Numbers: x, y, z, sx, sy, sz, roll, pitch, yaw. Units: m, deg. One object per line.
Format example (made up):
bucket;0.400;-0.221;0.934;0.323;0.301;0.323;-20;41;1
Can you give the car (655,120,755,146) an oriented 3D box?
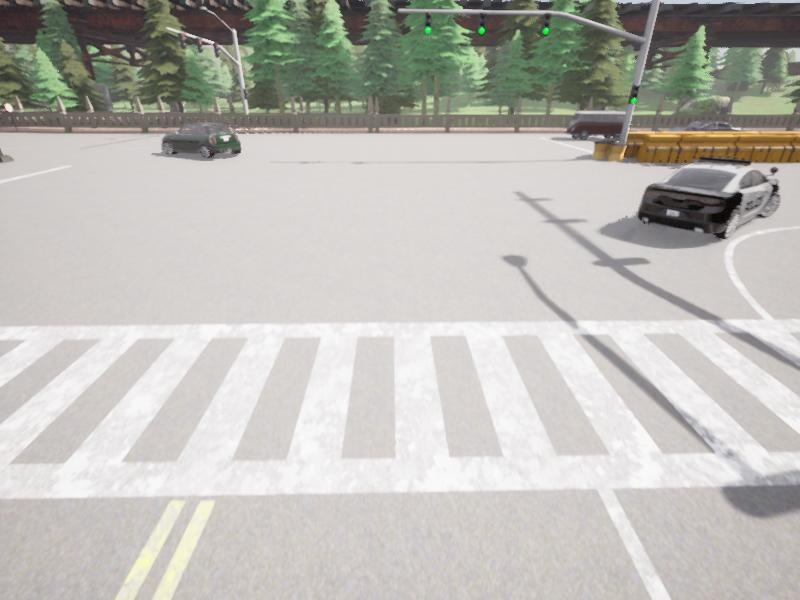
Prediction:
car;20.846;-11.520;27.537;4.902;1.511;2.128;-1;27;-2

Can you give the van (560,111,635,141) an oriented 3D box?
van;14.913;-13.257;30.387;4.442;1.987;1.775;-1;27;-2

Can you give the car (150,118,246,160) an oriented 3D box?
car;-11.166;-9.001;22.208;4.553;1.767;2.097;13;30;24

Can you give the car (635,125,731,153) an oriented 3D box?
car;17.087;-9.815;24.353;4.181;1.385;1.994;-1;27;-2

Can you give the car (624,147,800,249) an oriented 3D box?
car;8.387;-2.918;10.570;5.238;1.638;1.930;-19;32;-32
